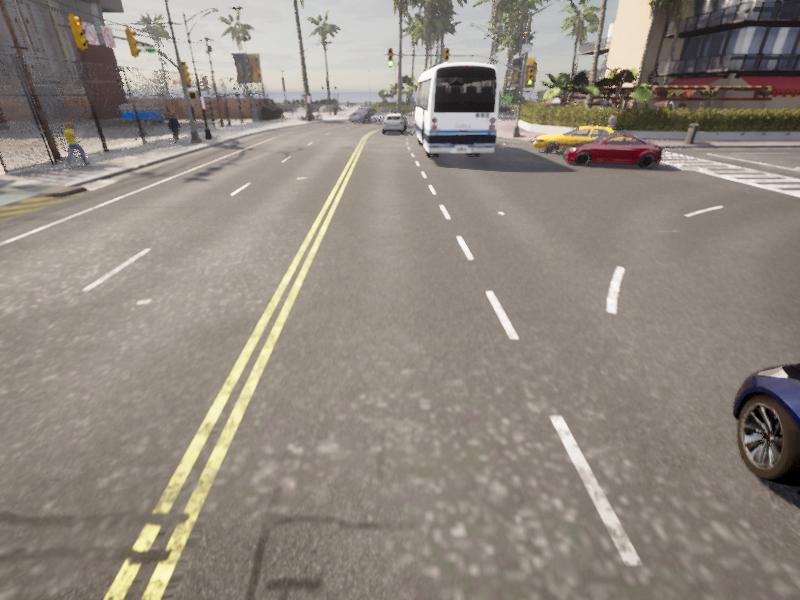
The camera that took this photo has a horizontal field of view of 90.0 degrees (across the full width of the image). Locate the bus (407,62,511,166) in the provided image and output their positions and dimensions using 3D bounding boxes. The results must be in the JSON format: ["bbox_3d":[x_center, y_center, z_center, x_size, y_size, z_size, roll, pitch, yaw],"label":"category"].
[{"bbox_3d":[2.644,-10.655,22.631,3.944,4.253,10.273,-1,27,-1],"label":"bus"}]

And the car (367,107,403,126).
[{"bbox_3d":[-1.553,-20.225,44.013,2.242,1.667,4.611,10,29,19],"label":"car"}]

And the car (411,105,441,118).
[{"bbox_3d":[3.773,-27.352,57.999,2.007,1.525,4.514,23,35,37],"label":"car"}]

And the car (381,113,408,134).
[{"bbox_3d":[-0.421,-15.488,35.035,1.970,1.475,3.806,3,27,5],"label":"car"}]

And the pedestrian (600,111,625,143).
[{"bbox_3d":[13.709,-11.188,25.891,0.751,1.860,0.751,-11,29,-21],"label":"pedestrian"}]

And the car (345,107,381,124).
[{"bbox_3d":[-4.176,-21.433,46.404,2.033,1.649,4.856,11,29,20],"label":"car"}]

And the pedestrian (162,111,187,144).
[{"bbox_3d":[-14.211,-10.846,25.221,0.751,1.860,0.751,-2,27,-3],"label":"pedestrian"}]

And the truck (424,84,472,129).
[{"bbox_3d":[5.190,-20.500,42.197,2.891,3.827,8.468,9,29,17],"label":"truck"}]

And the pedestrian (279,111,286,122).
[{"bbox_3d":[-13.233,-20.635,45.044,0.500,1.100,0.500,-2,27,-3],"label":"pedestrian"}]

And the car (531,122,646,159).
[{"bbox_3d":[10.273,-8.939,22.215,5.366,1.575,1.801,11,29,20],"label":"car"}]

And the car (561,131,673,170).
[{"bbox_3d":[9.971,-7.086,18.851,4.181,1.385,1.994,8,28,15],"label":"car"}]

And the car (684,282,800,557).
[{"bbox_3d":[3.936,1.634,1.809,2.163,1.488,4.792,3,27,5],"label":"car"}]

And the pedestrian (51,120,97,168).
[{"bbox_3d":[-13.983,-6.715,17.207,0.751,1.860,0.751,-1,27,-2],"label":"pedestrian"}]

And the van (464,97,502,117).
[{"bbox_3d":[12.687,-29.500,61.065,5.915,2.561,1.988,-19,33,-32],"label":"van"}]
